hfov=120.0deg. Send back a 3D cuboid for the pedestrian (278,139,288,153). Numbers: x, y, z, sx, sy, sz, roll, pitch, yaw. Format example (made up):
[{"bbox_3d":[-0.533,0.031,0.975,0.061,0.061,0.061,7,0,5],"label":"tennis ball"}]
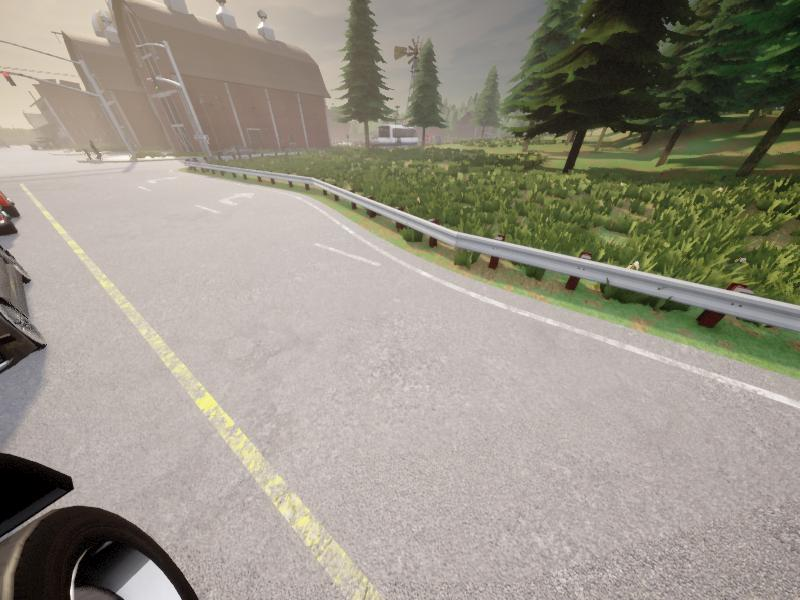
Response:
[{"bbox_3d":[-18.617,-24.588,36.840,0.751,1.860,0.751,23,41,28],"label":"pedestrian"}]

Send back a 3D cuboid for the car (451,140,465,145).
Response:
[{"bbox_3d":[22.824,-62.000,90.866,5.008,1.535,1.882,22,41,28],"label":"car"}]

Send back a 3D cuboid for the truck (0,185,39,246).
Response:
[{"bbox_3d":[-12.585,-2.885,5.778,5.204,2.467,2.627,22,40,27],"label":"truck"}]

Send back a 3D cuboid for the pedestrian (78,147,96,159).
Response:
[{"bbox_3d":[-33.738,-15.817,24.887,0.500,1.100,0.500,1,35,1],"label":"pedestrian"}]

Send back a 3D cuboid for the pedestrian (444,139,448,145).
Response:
[{"bbox_3d":[15.261,-52.810,77.170,0.751,1.860,0.751,22,40,28],"label":"pedestrian"}]

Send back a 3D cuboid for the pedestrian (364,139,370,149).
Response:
[{"bbox_3d":[-7.184,-34.195,50.567,0.751,1.860,0.751,24,42,30],"label":"pedestrian"}]

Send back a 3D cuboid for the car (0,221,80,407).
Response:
[{"bbox_3d":[-6.373,-0.094,2.712,4.902,1.511,2.128,22,41,28],"label":"car"}]

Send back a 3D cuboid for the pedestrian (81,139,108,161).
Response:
[{"bbox_3d":[-30.852,-15.195,23.364,0.751,1.860,0.751,20,39,25],"label":"pedestrian"}]

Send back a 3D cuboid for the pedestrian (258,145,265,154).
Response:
[{"bbox_3d":[-20.759,-22.509,34.532,0.500,1.100,0.500,-30,45,-35],"label":"pedestrian"}]

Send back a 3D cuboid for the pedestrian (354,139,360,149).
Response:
[{"bbox_3d":[-9.068,-32.899,48.714,0.751,1.860,0.751,7,36,9],"label":"pedestrian"}]

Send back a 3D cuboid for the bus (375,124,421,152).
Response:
[{"bbox_3d":[-0.178,-33.104,47.303,3.944,4.253,10.273,22,41,28],"label":"bus"}]

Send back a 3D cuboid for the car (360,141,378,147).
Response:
[{"bbox_3d":[-8.928,-44.679,66.097,4.902,1.511,2.128,21,40,27],"label":"car"}]

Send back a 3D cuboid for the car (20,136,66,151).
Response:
[{"bbox_3d":[-65.224,-28.692,42.297,3.866,1.878,1.905,-6,41,-6],"label":"car"}]

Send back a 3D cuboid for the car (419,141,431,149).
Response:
[{"bbox_3d":[6.082,-37.305,55.640,1.845,1.501,3.633,12,37,17],"label":"car"}]

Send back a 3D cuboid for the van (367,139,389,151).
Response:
[{"bbox_3d":[-4.419,-32.122,47.796,2.069,2.038,4.480,22,40,28],"label":"van"}]

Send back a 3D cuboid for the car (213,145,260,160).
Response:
[{"bbox_3d":[-20.547,-18.655,29.132,1.994,1.385,4.181,22,41,28],"label":"car"}]
